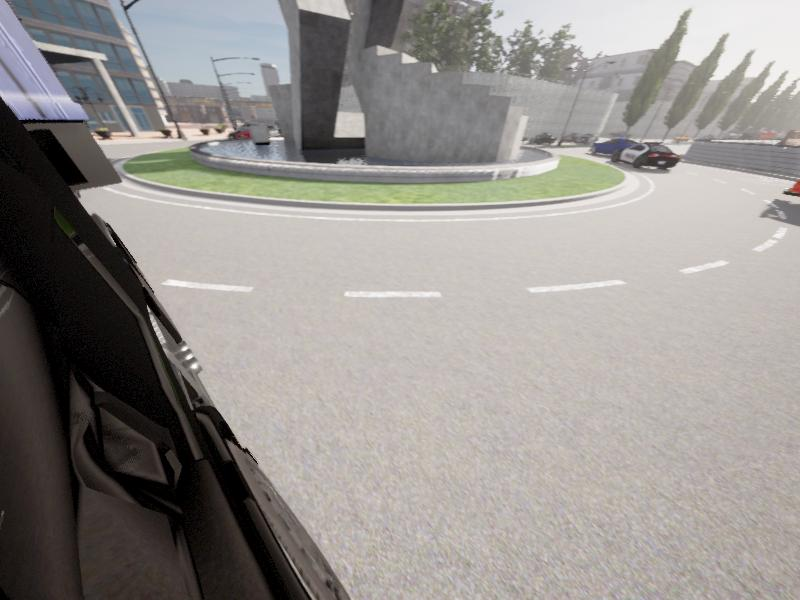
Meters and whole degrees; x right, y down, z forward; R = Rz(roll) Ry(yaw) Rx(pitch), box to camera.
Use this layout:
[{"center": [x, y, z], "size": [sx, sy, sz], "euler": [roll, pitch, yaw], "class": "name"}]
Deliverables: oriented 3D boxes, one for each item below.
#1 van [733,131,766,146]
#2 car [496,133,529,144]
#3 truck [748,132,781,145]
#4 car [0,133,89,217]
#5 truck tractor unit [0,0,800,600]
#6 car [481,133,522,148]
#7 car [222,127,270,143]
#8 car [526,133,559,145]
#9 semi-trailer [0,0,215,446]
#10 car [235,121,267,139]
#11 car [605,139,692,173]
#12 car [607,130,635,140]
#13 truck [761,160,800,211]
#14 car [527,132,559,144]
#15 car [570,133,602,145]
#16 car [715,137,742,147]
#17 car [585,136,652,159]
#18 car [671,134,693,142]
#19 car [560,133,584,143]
[{"center": [74.540, -34.492, 49.283], "size": [5.915, 2.561, 1.988], "euler": [-18, 42, -24], "class": "van"}, {"center": [18.444, -26.454, 37.847], "size": [4.718, 1.301, 1.895], "euler": [-13, 40, -18], "class": "car"}, {"center": [86.458, -38.330, 54.814], "size": [5.204, 2.467, 2.627], "euler": [-18, 41, -24], "class": "truck"}, {"center": [-12.093, -4.057, 7.104], "size": [5.366, 1.575, 1.801], "euler": [24, 42, 27], "class": "car"}, {"center": [-2.645, -0.295, 0.351], "size": [6.516, 4.208, 3.053], "euler": [28, 44, 30], "class": "truck tractor unit"}, {"center": [13.556, -21.547, 31.109], "size": [1.812, 1.442, 4.674], "euler": [-24, 44, -30], "class": "car"}, {"center": [-18.287, -19.808, 27.677], "size": [1.994, 1.385, 4.181], "euler": [20, 41, 23], "class": "car"}, {"center": [22.396, -25.237, 36.281], "size": [4.674, 1.442, 1.812], "euler": [-17, 41, -22], "class": "car"}, {"center": [-9.947, -2.125, 2.289], "size": [14.254, 4.402, 2.717], "euler": [10, 39, 10], "class": "semi-trailer"}, {"center": [-21.368, -24.513, 33.305], "size": [1.932, 1.855, 4.605], "euler": [-2, 37, -6], "class": "car"}, {"center": [18.041, -10.827, 17.183], "size": [2.038, 1.542, 4.974], "euler": [9, 39, 9], "class": "car"}, {"center": [61.447, -46.073, 64.350], "size": [1.930, 1.638, 5.238], "euler": [-17, 45, -23], "class": "car"}, {"center": [15.995, -3.358, 6.519], "size": [2.627, 2.467, 5.204], "euler": [-3, 37, -6], "class": "truck"}, {"center": [25.199, -28.514, 40.614], "size": [4.974, 1.542, 2.038], "euler": [-17, 41, -23], "class": "car"}, {"center": [32.935, -28.538, 40.937], "size": [4.974, 1.542, 2.038], "euler": [-18, 41, -24], "class": "car"}, {"center": [62.912, -30.271, 44.274], "size": [4.193, 1.474, 1.816], "euler": [-18, 42, -24], "class": "car"}, {"center": [21.808, -15.477, 23.394], "size": [1.882, 1.535, 5.008], "euler": [-1, 38, -5], "class": "car"}, {"center": [72.063, -41.301, 58.950], "size": [5.366, 1.575, 1.801], "euler": [-18, 42, -24], "class": "car"}, {"center": [32.801, -30.932, 44.069], "size": [3.633, 1.501, 1.845], "euler": [-18, 41, -24], "class": "car"}]
